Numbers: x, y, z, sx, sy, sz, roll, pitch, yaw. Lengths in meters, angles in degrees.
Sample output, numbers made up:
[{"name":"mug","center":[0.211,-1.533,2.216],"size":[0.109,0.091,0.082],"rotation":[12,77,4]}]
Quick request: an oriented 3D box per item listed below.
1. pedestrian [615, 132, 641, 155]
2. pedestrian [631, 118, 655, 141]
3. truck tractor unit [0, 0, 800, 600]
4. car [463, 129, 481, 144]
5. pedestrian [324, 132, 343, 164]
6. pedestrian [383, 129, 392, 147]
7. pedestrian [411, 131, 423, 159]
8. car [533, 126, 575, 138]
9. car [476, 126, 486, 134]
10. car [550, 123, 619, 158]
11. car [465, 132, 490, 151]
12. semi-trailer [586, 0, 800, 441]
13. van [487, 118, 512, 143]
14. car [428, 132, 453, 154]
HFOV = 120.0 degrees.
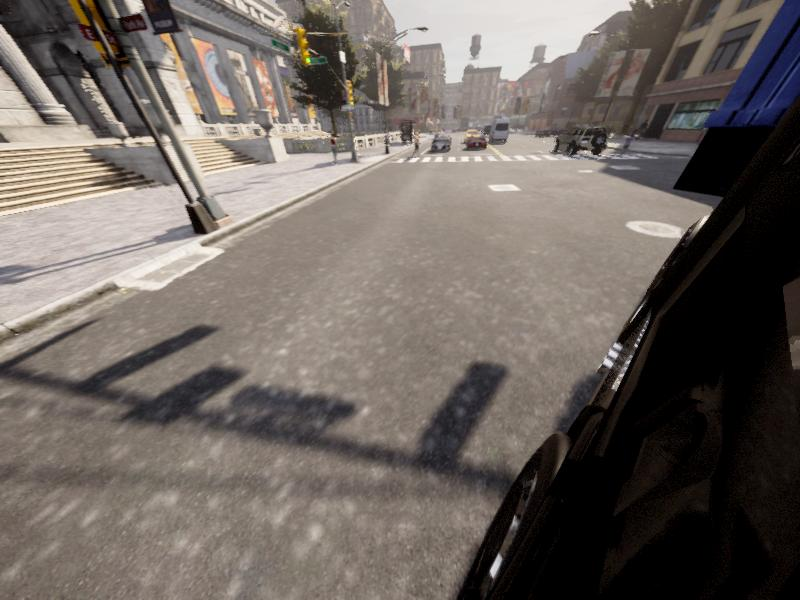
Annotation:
[{"name":"pedestrian","center":[15.989,-10.956,16.202],"size":[0.751,1.300,0.751],"rotation":[-30,45,-32]},{"name":"pedestrian","center":[24.921,-17.514,23.716],"size":[0.751,1.860,0.751],"rotation":[7,38,12]},{"name":"truck tractor unit","center":[2.645,-0.295,0.351],"size":[6.516,4.208,3.053],"rotation":[-28,44,-30]},{"name":"car","center":[9.950,-22.755,32.142],"size":[1.882,1.535,5.008],"rotation":[5,37,9]},{"name":"pedestrian","center":[-4.744,-10.893,16.597],"size":[0.751,1.860,0.751],"rotation":[5,38,10]},{"name":"pedestrian","center":[-1.616,-20.994,29.897],"size":[0.751,1.860,0.751],"rotation":[8,38,14]},{"name":"pedestrian","center":[1.359,-12.495,18.636],"size":[0.751,1.860,0.751],"rotation":[15,40,22]},{"name":"car","center":[24.667,-27.047,37.137],"size":[5.357,1.411,2.033],"rotation":[-9,37,-8]},{"name":"car","center":[21.769,-45.736,62.057],"size":[2.152,1.651,5.027],"rotation":[8,38,14]},{"name":"car","center":[13.482,-12.050,17.364],"size":[1.932,1.855,4.605],"rotation":[3,37,8]},{"name":"car","center":[7.965,-16.556,24.123],"size":[1.994,1.385,4.181],"rotation":[6,38,11]},{"name":"semi-trailer","center":[9.828,-2.394,2.556],"size":[14.254,4.402,2.717],"rotation":[-12,38,-13]},{"name":"van","center":[13.751,-23.632,32.256],"size":[1.988,2.561,5.915],"rotation":[6,37,11]},{"name":"car","center":[4.240,-16.063,23.563],"size":[2.128,1.511,4.902],"rotation":[5,37,10]}]
